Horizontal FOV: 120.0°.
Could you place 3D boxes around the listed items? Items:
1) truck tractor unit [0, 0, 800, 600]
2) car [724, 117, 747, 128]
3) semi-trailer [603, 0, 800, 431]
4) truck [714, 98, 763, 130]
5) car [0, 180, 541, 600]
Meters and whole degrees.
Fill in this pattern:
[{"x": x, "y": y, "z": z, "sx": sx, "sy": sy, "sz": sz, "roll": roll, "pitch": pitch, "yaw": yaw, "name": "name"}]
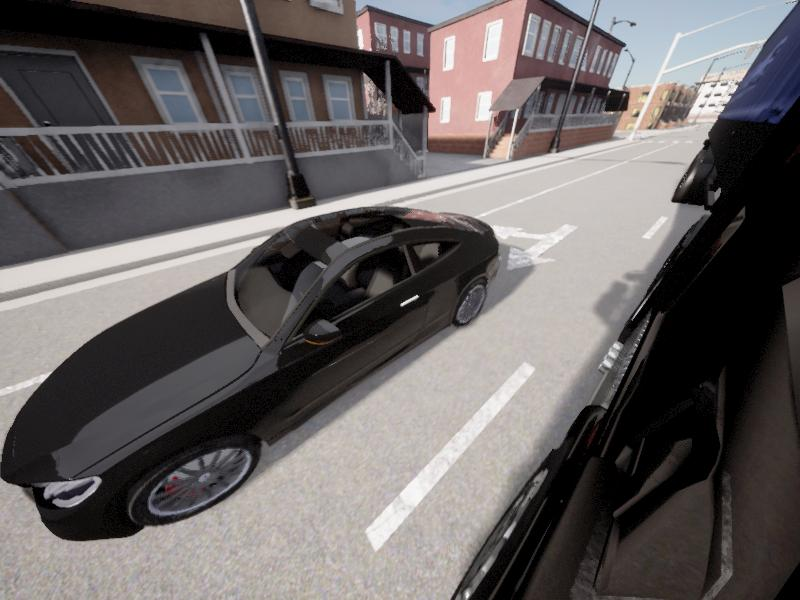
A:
[{"x": 2.645, "y": -0.295, "z": 0.351, "sx": 6.516, "sy": 4.208, "sz": 3.053, "roll": -28, "pitch": 44, "yaw": -30, "name": "truck tractor unit"}, {"x": 64.412, "y": -34.050, "z": 44.306, "sx": 4.892, "sy": 1.490, "sz": 1.837, "roll": -28, "pitch": 43, "yaw": -30, "name": "car"}, {"x": 8.424, "y": -3.773, "z": 4.488, "sx": 14.254, "sy": 4.402, "sz": 2.717, "roll": -31, "pitch": 46, "yaw": -33, "name": "semi-trailer"}, {"x": 57.024, "y": -31.156, "z": 38.903, "sx": 8.468, "sy": 3.827, "sz": 2.891, "roll": -28, "pitch": 43, "yaw": -30, "name": "truck"}, {"x": -0.665, "y": -0.130, "z": 2.627, "sx": 4.674, "sy": 1.442, "sz": 1.812, "roll": -27, "pitch": 43, "yaw": -30, "name": "car"}]
